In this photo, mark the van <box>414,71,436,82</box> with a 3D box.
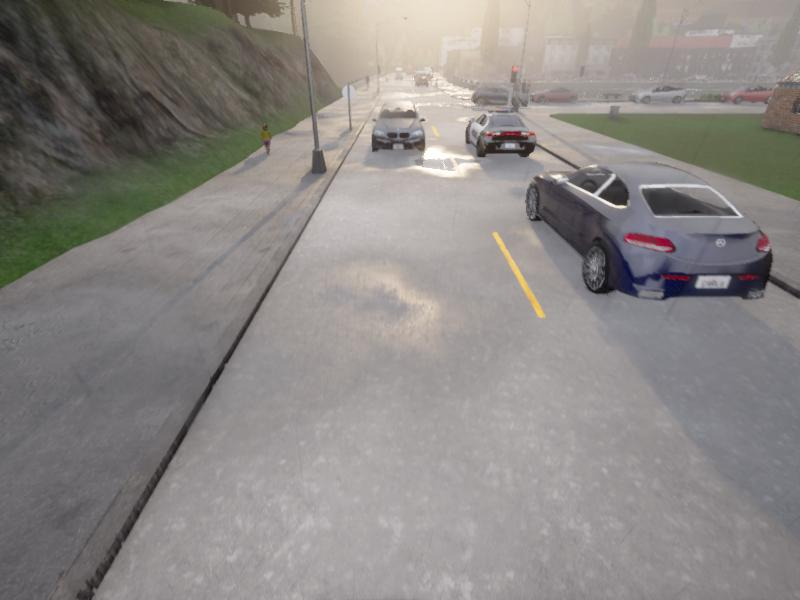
[{"bbox_3d":[5.585,-50.951,91.034,4.480,2.038,2.069,15,34,25],"label":"van"}]

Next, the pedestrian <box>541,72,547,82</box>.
[{"bbox_3d":[29.557,-45.850,82.264,0.751,1.860,0.751,0,30,-1],"label":"pedestrian"}]

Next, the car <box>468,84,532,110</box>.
[{"bbox_3d":[8.390,-17.111,33.625,4.856,1.649,2.033,10,33,15],"label":"car"}]

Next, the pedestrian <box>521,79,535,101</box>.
[{"bbox_3d":[12.181,-20.044,38.197,0.751,1.860,0.751,25,38,35],"label":"pedestrian"}]

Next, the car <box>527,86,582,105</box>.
[{"bbox_3d":[14.103,-18.804,36.777,4.181,1.385,1.994,0,30,0],"label":"car"}]

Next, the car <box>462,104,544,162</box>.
[{"bbox_3d":[3.941,-6.934,16.329,2.038,1.542,4.974,0,30,0],"label":"car"}]

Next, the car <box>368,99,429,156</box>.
[{"bbox_3d":[-0.061,-7.532,17.211,2.242,1.667,4.611,0,30,0],"label":"car"}]

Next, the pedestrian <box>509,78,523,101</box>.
[{"bbox_3d":[11.208,-20.316,38.586,0.751,1.860,0.751,-18,35,-27],"label":"pedestrian"}]

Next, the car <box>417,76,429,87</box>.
[{"bbox_3d":[3.822,-36.872,67.534,1.816,1.474,4.193,0,30,0],"label":"car"}]

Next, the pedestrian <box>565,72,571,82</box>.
[{"bbox_3d":[35.216,-46.739,83.788,0.751,1.860,0.751,3,31,6],"label":"pedestrian"}]

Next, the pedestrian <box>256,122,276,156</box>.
[{"bbox_3d":[-4.960,-5.956,14.825,0.500,1.100,0.500,-9,32,-16],"label":"pedestrian"}]

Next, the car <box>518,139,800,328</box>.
[{"bbox_3d":[3.961,-1.609,7.143,2.152,1.651,5.027,0,30,0],"label":"car"}]

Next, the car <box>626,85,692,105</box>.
[{"bbox_3d":[23.684,-18.866,36.738,4.514,1.525,2.007,0,30,0],"label":"car"}]

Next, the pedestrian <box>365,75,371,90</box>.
[{"bbox_3d":[-4.450,-30.310,55.680,0.751,1.860,0.751,-3,30,-5],"label":"pedestrian"}]

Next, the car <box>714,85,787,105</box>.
[{"bbox_3d":[32.062,-18.872,36.756,4.514,1.525,2.007,0,30,0],"label":"car"}]

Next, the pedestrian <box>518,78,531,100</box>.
[{"bbox_3d":[12.085,-20.461,38.833,0.751,1.860,0.751,-2,30,-3],"label":"pedestrian"}]
